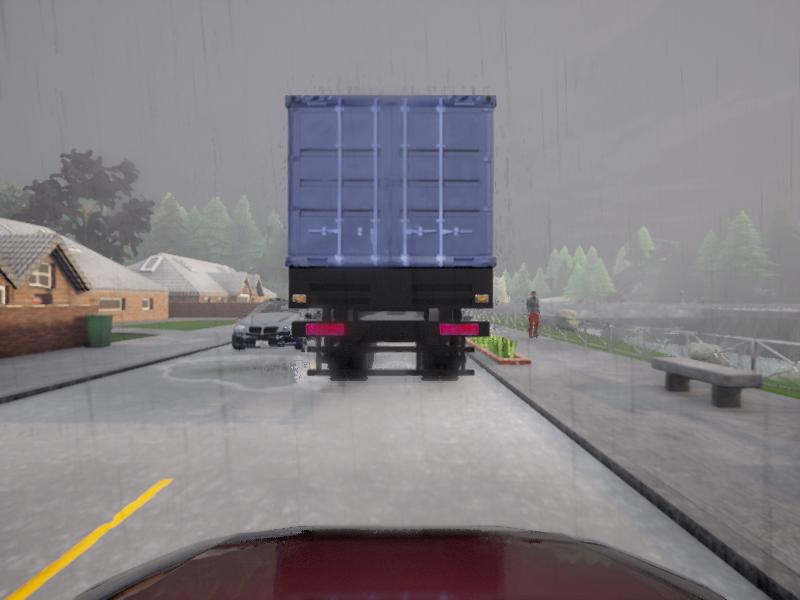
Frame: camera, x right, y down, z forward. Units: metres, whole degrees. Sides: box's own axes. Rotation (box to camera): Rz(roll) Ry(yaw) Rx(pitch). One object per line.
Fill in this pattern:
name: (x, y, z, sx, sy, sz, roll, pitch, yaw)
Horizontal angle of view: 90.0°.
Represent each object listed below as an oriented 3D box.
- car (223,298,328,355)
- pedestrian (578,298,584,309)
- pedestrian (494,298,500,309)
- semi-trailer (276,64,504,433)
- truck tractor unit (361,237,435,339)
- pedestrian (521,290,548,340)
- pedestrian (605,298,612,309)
car: (-4.067, 0.769, 14.040, 2.242, 1.667, 4.611, 0, 0, 0)
pedestrian: (31.501, 0.597, 69.507, 0.751, 1.860, 0.751, 0, 0, 9)
pedestrian: (16.595, 0.588, 68.535, 0.751, 1.860, 0.751, 0, 0, 0)
semi-trailer: (-0.105, -0.606, 11.898, 2.717, 4.402, 14.254, 0, 0, 0)
truck tractor unit: (-0.107, -0.503, 19.812, 3.053, 4.208, 6.516, 0, 0, 0)
pedestrian: (5.073, 0.547, 15.171, 0.751, 1.860, 0.751, 0, 0, -3)
pedestrian: (35.888, 0.596, 68.790, 0.751, 1.860, 0.751, 0, 0, -13)
